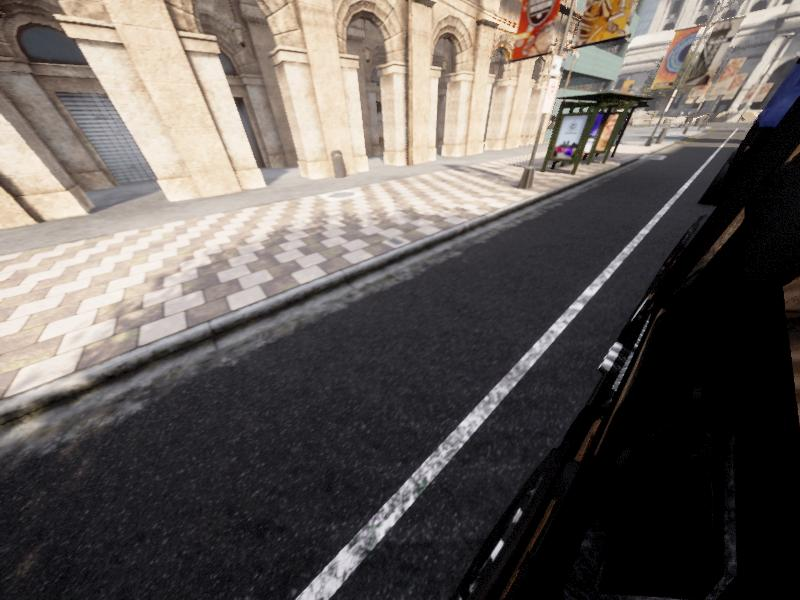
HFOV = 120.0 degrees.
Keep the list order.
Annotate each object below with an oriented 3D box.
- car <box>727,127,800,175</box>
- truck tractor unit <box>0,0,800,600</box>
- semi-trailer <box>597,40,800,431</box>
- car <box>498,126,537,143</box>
[{"bbox_3d":[17.461,-7.107,10.815,4.892,1.490,1.837,-28,44,-30],"label":"car"},{"bbox_3d":[2.645,-0.295,0.351,6.516,4.208,3.053,-28,44,-30],"label":"truck tractor unit"},{"bbox_3d":[8.719,-3.587,4.213,14.254,4.402,2.717,-28,44,-30],"label":"semi-trailer"},{"bbox_3d":[14.901,-21.009,29.272,4.786,1.482,2.161,-28,44,-30],"label":"car"}]
